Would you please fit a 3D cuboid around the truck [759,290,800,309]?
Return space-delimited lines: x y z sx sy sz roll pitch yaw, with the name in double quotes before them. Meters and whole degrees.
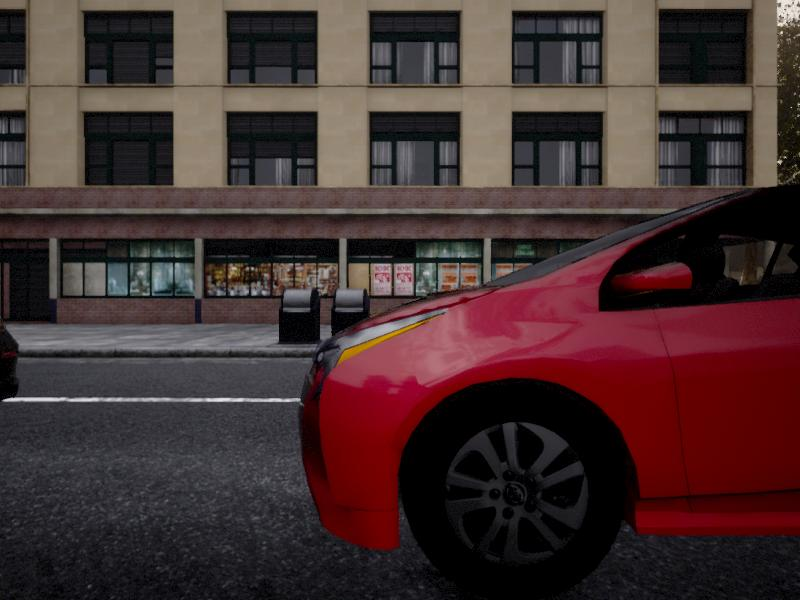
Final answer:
"truck" 43.276 -0.050 43.549 6.274 2.098 2.390 0 0 0

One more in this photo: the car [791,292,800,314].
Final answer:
"car" 29.894 0.206 26.977 1.801 1.575 5.366 0 0 -1

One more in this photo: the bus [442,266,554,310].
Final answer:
"bus" 9.592 -1.133 40.268 10.273 4.253 3.944 0 0 0

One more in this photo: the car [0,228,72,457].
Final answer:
"car" -4.859 0.269 2.172 4.674 1.442 1.812 0 0 0

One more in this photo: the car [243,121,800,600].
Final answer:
"car" 1.791 0.229 2.195 4.514 1.525 2.007 0 0 0

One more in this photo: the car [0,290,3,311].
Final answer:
"car" -35.536 0.046 32.512 1.932 1.855 4.605 0 0 0

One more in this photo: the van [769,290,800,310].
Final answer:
"van" 40.050 0.003 40.086 4.442 1.987 1.775 0 0 0
